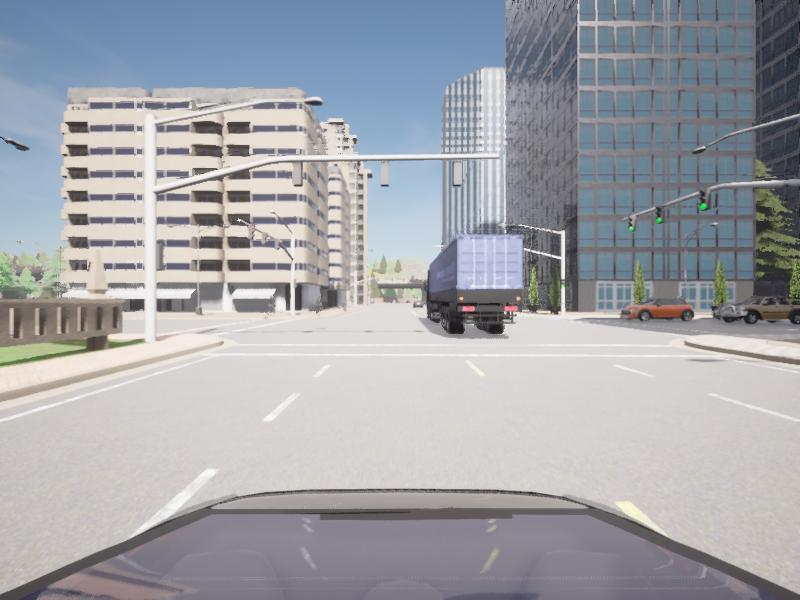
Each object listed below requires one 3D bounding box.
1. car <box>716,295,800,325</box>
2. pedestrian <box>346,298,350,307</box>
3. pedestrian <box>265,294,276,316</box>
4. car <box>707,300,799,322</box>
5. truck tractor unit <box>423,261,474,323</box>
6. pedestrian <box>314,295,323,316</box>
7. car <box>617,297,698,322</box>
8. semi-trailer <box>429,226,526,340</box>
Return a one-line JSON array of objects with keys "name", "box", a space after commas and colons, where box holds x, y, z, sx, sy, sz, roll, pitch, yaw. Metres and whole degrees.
[{"name": "car", "box": [23.509, 0.605, 25.859, 4.605, 1.855, 1.932, 0, 0, 0]}, {"name": "pedestrian", "box": [-10.315, 0.508, 79.476, 0.751, 1.860, 0.751, 0, 0, -2]}, {"name": "pedestrian", "box": [-11.424, 0.440, 35.348, 0.751, 1.860, 0.751, 0, 0, 0]}, {"name": "car", "box": [25.772, 0.790, 29.346, 4.902, 1.511, 2.128, 0, 0, 0]}, {"name": "truck tractor unit", "box": [3.487, -0.561, 30.499, 3.053, 4.208, 6.516, 0, 0, 0]}, {"name": "pedestrian", "box": [-7.420, 0.496, 36.490, 0.751, 1.860, 0.751, 0, 0, -10]}, {"name": "car", "box": [18.821, 0.648, 29.401, 4.553, 1.767, 2.097, 0, 0, 1]}, {"name": "semi-trailer", "box": [3.494, -0.648, 22.584, 2.717, 4.402, 14.254, 0, 0, 0]}]
